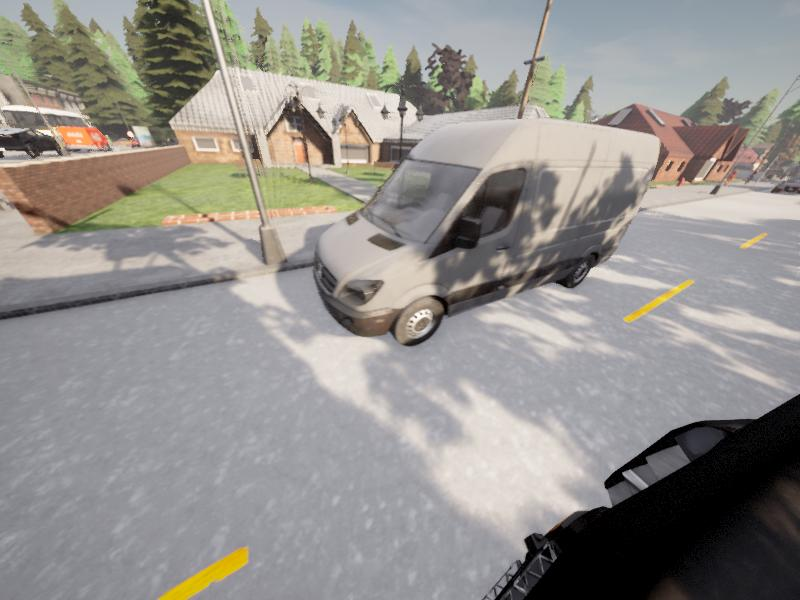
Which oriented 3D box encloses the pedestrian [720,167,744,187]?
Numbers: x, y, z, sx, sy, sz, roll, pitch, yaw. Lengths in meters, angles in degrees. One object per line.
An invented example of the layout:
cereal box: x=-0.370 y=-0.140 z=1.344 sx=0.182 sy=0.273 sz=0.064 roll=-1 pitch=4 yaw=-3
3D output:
pedestrian: x=37.013 y=-13.728 z=25.761 sx=0.751 sy=1.860 sz=0.751 roll=-22 pitch=41 yaw=-33

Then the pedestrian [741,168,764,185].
pedestrian: x=45.555 y=-15.974 z=29.838 sx=0.751 sy=1.860 sz=0.751 roll=-16 pitch=38 yaw=-26

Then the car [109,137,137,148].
car: x=-53.800 y=-30.644 z=44.998 sx=1.801 sy=1.575 sz=5.366 roll=-15 pitch=38 yaw=-25

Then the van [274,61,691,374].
van: x=1.558 y=-1.390 z=3.903 sx=5.915 sy=2.561 sz=1.988 roll=-15 pitch=37 yaw=-25

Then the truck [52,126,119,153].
truck: x=-38.008 y=-19.544 z=28.236 sx=2.627 sy=2.467 sz=5.204 roll=-15 pitch=37 yaw=-25

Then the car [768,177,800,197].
car: x=38.259 y=-10.949 z=22.340 sx=4.181 sy=1.385 sz=1.994 roll=-15 pitch=38 yaw=-25

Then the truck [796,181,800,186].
truck: x=62.598 y=-18.607 z=33.627 sx=8.468 sy=3.827 sz=2.891 roll=-15 pitch=38 yaw=-25

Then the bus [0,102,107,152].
bus: x=-43.507 y=-21.594 z=29.283 sx=3.944 sy=4.253 sz=10.273 roll=-15 pitch=38 yaw=-25

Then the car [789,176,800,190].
car: x=49.738 y=-14.132 z=27.968 sx=3.806 sy=1.475 sz=1.970 roll=-15 pitch=38 yaw=-25

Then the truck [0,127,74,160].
truck: x=-32.253 y=-13.476 z=19.867 sx=2.390 sy=2.098 sz=6.274 roll=-15 pitch=37 yaw=-25
